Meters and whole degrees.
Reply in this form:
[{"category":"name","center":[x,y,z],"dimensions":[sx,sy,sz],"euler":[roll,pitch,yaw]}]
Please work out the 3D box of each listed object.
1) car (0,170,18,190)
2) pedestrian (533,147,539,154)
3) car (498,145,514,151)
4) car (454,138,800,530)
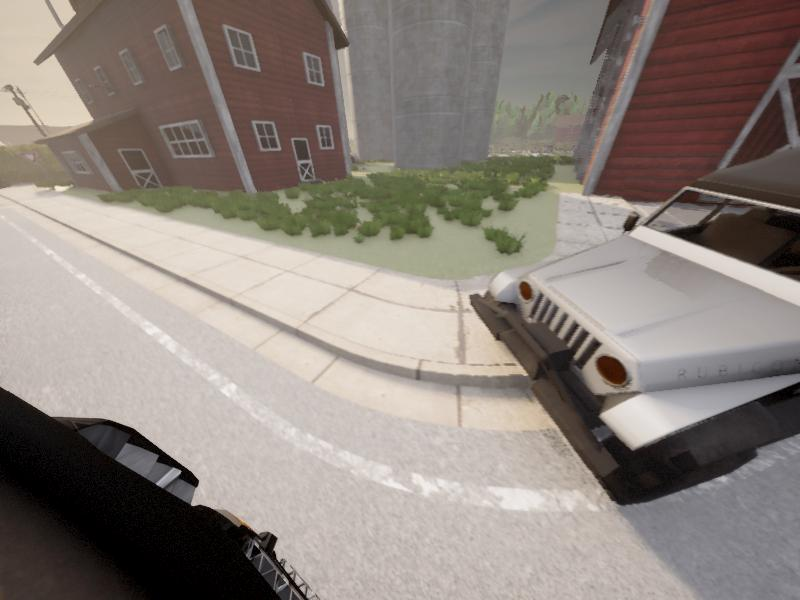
[{"category":"car","center":[-37.189,-10.214,20.027],"dimensions":[2.038,1.542,4.974],"euler":[-18,37,-23]},{"category":"pedestrian","center":[31.235,-34.333,52.935],"dimensions":[0.751,1.300,0.751],"euler":[21,40,31]},{"category":"car","center":[38.178,-54.546,82.969],"dimensions":[4.605,1.855,1.932],"euler":[17,38,26]},{"category":"car","center":[2.771,-0.068,1.983],"dimensions":[3.866,1.878,1.905],"euler":[-10,40,-9]}]
